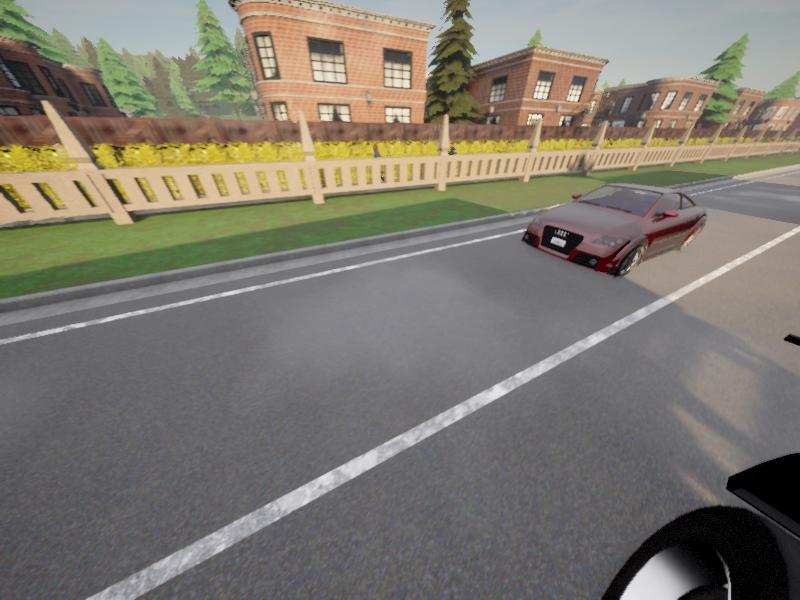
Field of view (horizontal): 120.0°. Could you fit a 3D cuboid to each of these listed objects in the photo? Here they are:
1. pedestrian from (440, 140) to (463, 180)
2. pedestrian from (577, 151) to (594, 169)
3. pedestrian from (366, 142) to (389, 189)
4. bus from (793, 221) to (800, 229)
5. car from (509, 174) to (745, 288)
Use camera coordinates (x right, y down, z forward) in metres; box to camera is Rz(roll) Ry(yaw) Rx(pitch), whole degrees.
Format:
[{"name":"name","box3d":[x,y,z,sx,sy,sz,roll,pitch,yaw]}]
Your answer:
[{"name":"pedestrian","box3d":[2.917,-7.999,13.216,0.751,1.860,0.751,-16,38,-21]},{"name":"pedestrian","box3d":[13.772,-10.369,17.164,0.500,1.100,0.500,-16,38,-21]},{"name":"pedestrian","box3d":[-1.040,-6.319,10.867,0.751,1.860,0.751,-13,37,-17]},{"name":"bus","box3d":[17.085,-4.157,5.993,10.273,4.253,3.944,-16,38,-21]},{"name":"car","box3d":[4.973,-1.834,5.260,4.181,1.385,1.994,-16,38,-21]}]
